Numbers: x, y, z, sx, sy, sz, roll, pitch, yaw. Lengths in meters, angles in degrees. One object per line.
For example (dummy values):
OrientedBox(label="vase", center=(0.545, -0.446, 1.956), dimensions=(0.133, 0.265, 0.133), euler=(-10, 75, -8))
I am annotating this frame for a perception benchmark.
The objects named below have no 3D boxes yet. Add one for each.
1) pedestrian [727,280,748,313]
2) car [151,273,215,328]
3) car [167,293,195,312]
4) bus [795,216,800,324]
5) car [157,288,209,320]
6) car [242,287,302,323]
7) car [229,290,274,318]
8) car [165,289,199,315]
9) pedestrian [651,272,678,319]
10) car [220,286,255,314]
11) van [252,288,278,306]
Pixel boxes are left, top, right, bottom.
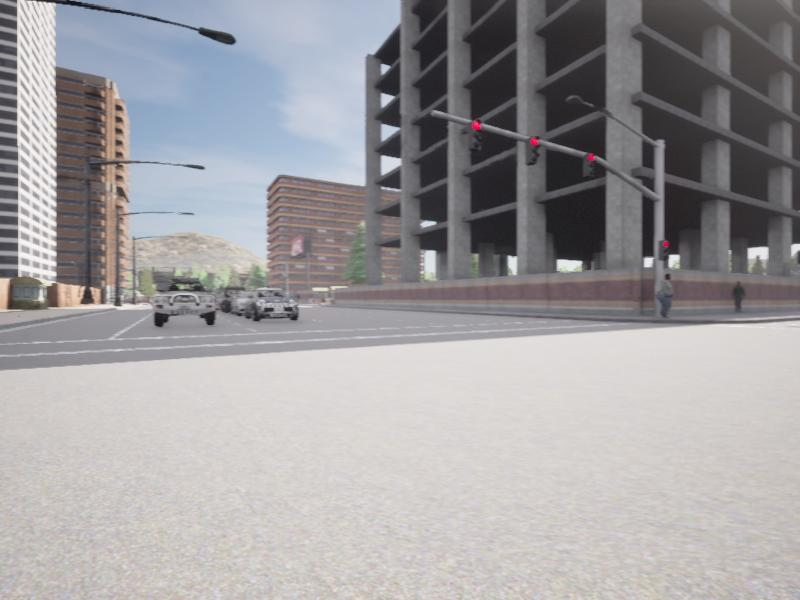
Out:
OrientedBox(label="pedestrian", center=(19.309, -0.188, 22.870), dimensions=(0.751, 1.860, 0.751), euler=(0, 0, -36))
OrientedBox(label="car", center=(-8.453, 0.010, 15.780), dimensions=(1.932, 1.855, 4.605), euler=(0, 0, -27))
OrientedBox(label="car", center=(-17.613, 0.171, 32.175), dimensions=(1.816, 1.474, 4.193), euler=(0, 0, -29))
OrientedBox(label="bus", center=(21.054, -1.191, 16.620), dimensions=(10.273, 4.253, 3.944), euler=(0, 0, -30))
OrientedBox(label="car", center=(-11.476, 0.195, 21.138), dimensions=(2.163, 1.488, 4.792), euler=(0, 0, -29))
OrientedBox(label="car", center=(-6.073, 0.202, 18.646), dimensions=(1.970, 1.475, 3.806), euler=(0, 0, -29))
OrientedBox(label="car", center=(-8.861, 0.206, 23.633), dimensions=(1.812, 1.442, 4.674), euler=(0, 0, -29))
OrientedBox(label="car", center=(-14.614, 0.118, 26.772), dimensions=(1.851, 1.617, 3.988), euler=(0, 0, -29))
OrientedBox(label="pedestrian", center=(10.866, -0.167, 16.427), dimensions=(0.751, 1.860, 0.751), euler=(0, 0, -43))
OrientedBox(label="car", center=(-11.815, -0.031, 28.943), dimensions=(1.905, 1.878, 3.866), euler=(0, 0, -29))
OrientedBox(label="van", center=(-19.206, -0.370, 56.642), dimensions=(2.351, 2.431, 6.366), euler=(0, 0, -29))
